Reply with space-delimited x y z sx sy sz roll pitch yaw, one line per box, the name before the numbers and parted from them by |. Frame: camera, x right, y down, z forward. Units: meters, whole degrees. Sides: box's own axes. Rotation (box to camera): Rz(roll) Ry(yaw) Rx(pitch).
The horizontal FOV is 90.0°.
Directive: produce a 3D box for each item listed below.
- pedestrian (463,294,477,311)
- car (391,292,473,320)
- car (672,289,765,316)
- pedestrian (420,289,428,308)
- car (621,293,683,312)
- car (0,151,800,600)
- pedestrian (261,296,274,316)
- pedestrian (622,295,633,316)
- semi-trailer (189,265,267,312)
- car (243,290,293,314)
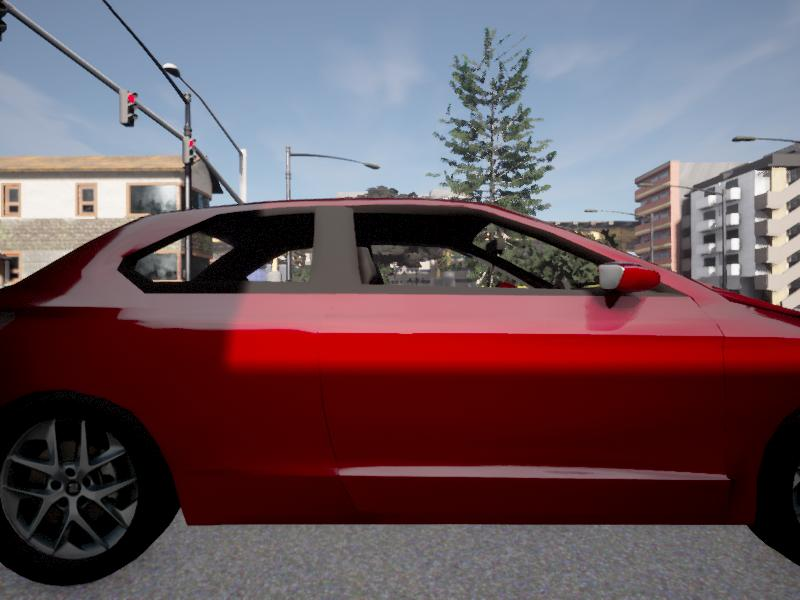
pedestrian | 5.316 0.209 30.458 0.751 1.300 0.751 0 0 45
car | 1.705 0.319 22.940 1.812 1.442 4.674 0 0 -44
car | 20.807 0.146 26.503 2.152 1.651 5.027 0 0 1
pedestrian | 2.413 -0.109 39.590 0.751 1.860 0.751 0 0 5
car | 20.871 0.220 33.437 2.163 1.488 4.792 0 0 0
car | 0.276 0.255 2.204 4.193 1.474 1.816 0 0 0
pedestrian | -7.326 0.316 22.149 0.500 1.100 0.500 0 0 43
pedestrian | 12.150 0.291 21.351 0.500 1.100 0.500 0 0 32
semi-trailer | -19.270 -1.057 43.940 14.254 4.402 2.717 0 0 45
car | -12.304 0.117 37.014 5.566 2.045 2.150 1 1 45
